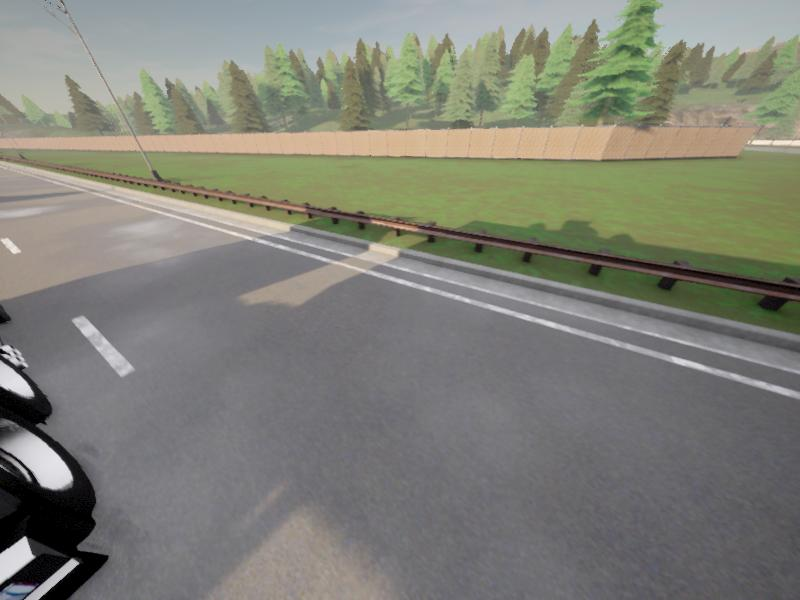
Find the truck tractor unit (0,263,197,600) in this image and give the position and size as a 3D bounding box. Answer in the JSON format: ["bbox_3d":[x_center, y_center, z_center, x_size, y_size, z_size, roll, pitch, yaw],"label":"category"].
[{"bbox_3d":[-5.115,-0.294,0.784,6.516,4.208,3.053,18,39,24],"label":"truck tractor unit"}]

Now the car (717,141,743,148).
[{"bbox_3d":[86.472,-40.842,60.585,1.816,1.474,4.193,10,36,15],"label":"car"}]
